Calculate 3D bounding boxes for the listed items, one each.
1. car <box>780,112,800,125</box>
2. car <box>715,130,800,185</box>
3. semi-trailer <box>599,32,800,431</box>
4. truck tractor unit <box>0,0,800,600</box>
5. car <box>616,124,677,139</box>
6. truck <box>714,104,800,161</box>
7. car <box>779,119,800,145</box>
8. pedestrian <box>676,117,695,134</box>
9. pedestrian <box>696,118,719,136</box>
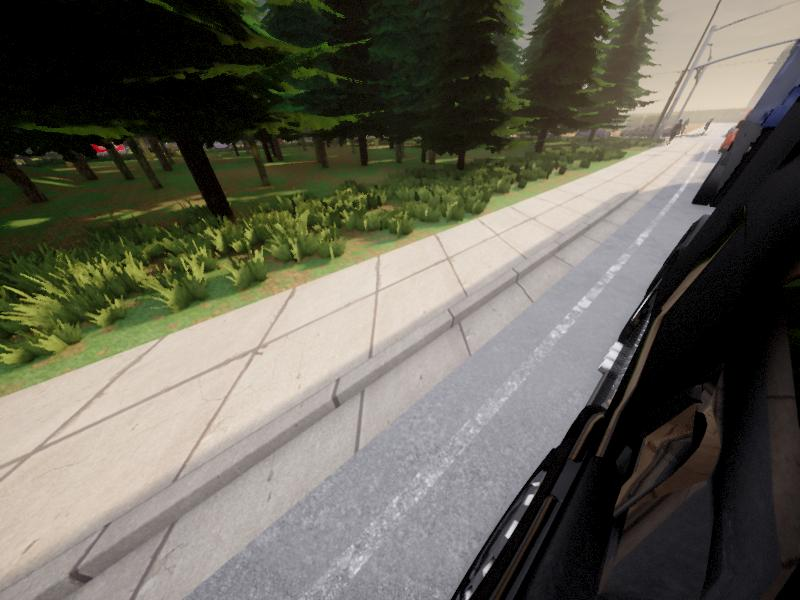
[{"bbox_3d":[77.639,-35.136,44.613,1.905,1.878,3.866,-3,34,9],"label":"car"},{"bbox_3d":[15.881,-6.294,9.938,4.902,1.511,2.128,-28,44,-31],"label":"car"},{"bbox_3d":[8.648,-3.625,4.297,14.254,4.402,2.717,-29,44,-30],"label":"semi-trailer"},{"bbox_3d":[2.645,-0.295,0.351,6.516,4.208,3.053,-28,44,-30],"label":"truck tractor unit"},{"bbox_3d":[32.987,-22.621,31.044,2.033,1.411,5.357,-31,45,-33],"label":"car"},{"bbox_3d":[22.323,-10.360,14.214,5.204,2.467,2.627,-29,44,-31],"label":"truck"},{"bbox_3d":[33.644,-13.641,18.663,4.611,1.667,2.242,-31,45,-33],"label":"car"},{"bbox_3d":[40.187,-24.579,32.542,0.751,1.860,0.751,17,41,24],"label":"pedestrian"},{"bbox_3d":[39.031,-21.971,29.366,0.751,1.860,0.751,-9,37,-8],"label":"pedestrian"}]
